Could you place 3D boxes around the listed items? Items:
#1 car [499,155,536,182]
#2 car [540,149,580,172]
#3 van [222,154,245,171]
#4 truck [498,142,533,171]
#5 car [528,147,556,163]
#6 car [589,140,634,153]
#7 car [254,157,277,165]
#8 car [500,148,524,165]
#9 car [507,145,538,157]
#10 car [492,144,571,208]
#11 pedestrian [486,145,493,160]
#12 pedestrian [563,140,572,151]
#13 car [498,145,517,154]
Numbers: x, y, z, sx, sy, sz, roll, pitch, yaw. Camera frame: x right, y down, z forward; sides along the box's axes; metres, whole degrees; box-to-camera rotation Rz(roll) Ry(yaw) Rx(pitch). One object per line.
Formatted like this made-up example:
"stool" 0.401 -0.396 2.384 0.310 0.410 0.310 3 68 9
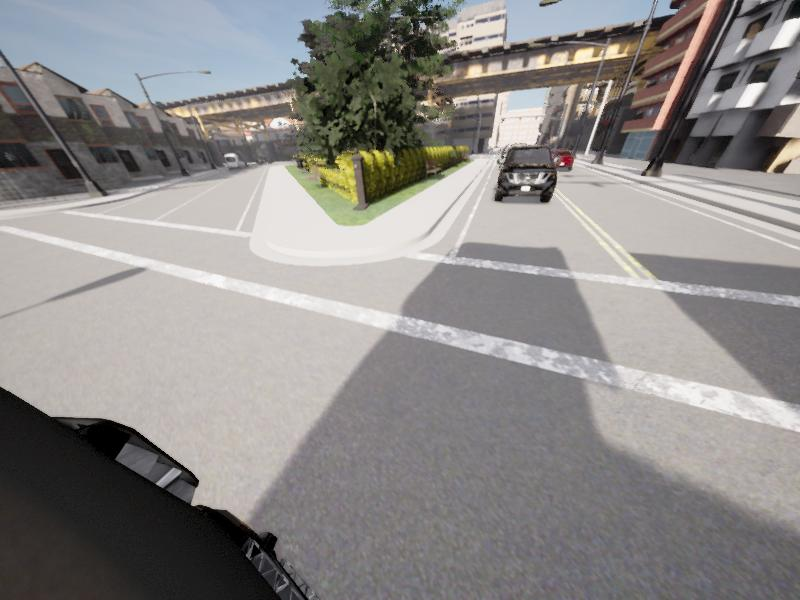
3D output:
"car" 8.358 -9.588 16.710 1.895 1.301 4.718 10 35 18
"car" 13.695 -12.174 20.094 1.812 1.442 4.674 10 35 19
"van" -31.880 -26.595 44.481 1.988 2.561 5.915 -15 35 -18
"truck" 11.190 -14.169 22.716 2.390 2.098 6.274 10 35 19
"car" 17.921 -18.573 29.448 2.163 1.488 4.792 9 35 17
"car" 36.795 -26.785 40.321 5.238 1.638 1.930 10 35 18
"car" -35.782 -36.933 61.291 5.238 1.638 1.930 10 35 18
"car" 13.703 -17.700 28.446 2.163 1.488 4.792 10 35 18
"car" 21.974 -26.712 41.466 4.902 1.511 2.128 -20 37 -24
"car" 5.772 -6.033 10.829 2.150 2.045 5.566 10 35 18
"pedestrian" 14.295 -23.455 36.748 0.751 1.860 0.751 8 35 16
"pedestrian" 35.570 -32.882 49.160 0.751 1.860 0.751 -2 33 1
"car" 26.024 -36.544 56.007 4.974 1.542 2.038 -30 42 -35
